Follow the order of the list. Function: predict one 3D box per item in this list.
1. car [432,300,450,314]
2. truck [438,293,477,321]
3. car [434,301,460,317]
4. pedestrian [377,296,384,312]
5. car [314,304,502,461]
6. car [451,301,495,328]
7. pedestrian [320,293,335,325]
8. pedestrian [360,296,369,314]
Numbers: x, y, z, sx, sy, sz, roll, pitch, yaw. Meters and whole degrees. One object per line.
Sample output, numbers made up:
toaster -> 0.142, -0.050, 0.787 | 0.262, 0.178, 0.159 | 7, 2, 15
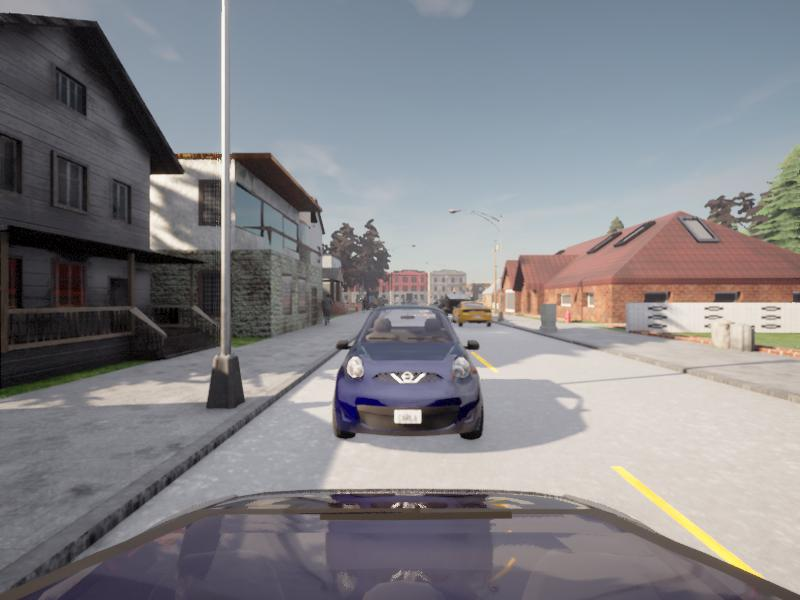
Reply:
car -> 4.728, 0.759, 47.015 | 1.851, 1.617, 3.988 | 0, 0, 2
truck -> 4.548, 0.522, 32.518 | 2.390, 2.098, 6.274 | 0, 0, 1
car -> 4.667, 0.811, 40.253 | 2.128, 1.511, 4.902 | 0, 0, 1
pedestrian -> -2.379, 0.494, 48.726 | 0.751, 1.860, 0.751 | 0, 0, 5
car -> 0.108, 0.823, 5.755 | 1.845, 1.501, 3.633 | 0, 0, 1
car -> 4.428, 0.807, 25.053 | 1.882, 1.535, 5.008 | 0, 0, 1
pedestrian -> -4.217, 0.519, 23.235 | 0.751, 1.860, 0.751 | 0, 0, 0
pedestrian -> -3.730, 0.507, 41.738 | 0.751, 1.860, 0.751 | 0, 0, 9
